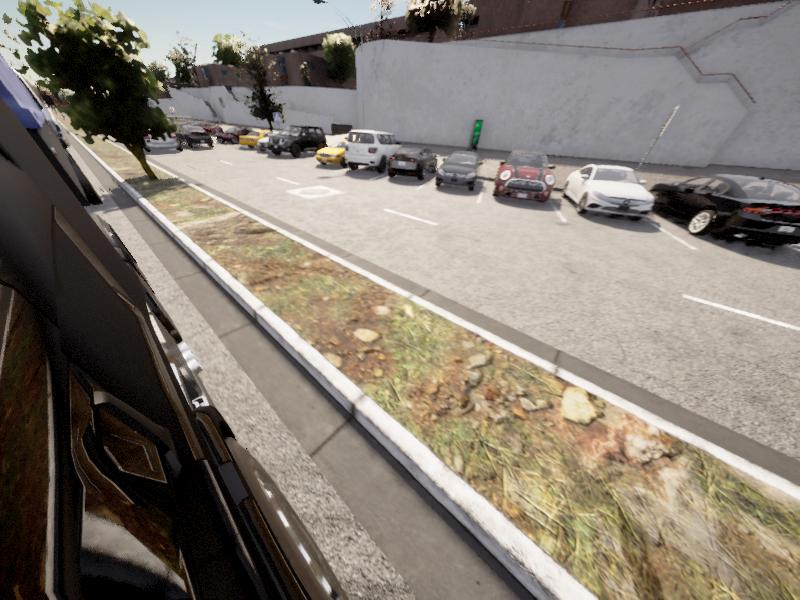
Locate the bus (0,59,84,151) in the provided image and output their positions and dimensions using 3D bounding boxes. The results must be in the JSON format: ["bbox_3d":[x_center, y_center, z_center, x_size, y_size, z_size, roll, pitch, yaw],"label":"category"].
[{"bbox_3d":[-26.884,-13.452,16.082,10.273,4.253,3.944,30,44,31],"label":"bus"}]

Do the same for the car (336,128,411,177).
[{"bbox_3d":[-1.369,-9.487,14.694,2.435,2.045,5.566,14,37,14],"label":"car"}]

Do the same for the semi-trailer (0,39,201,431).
[{"bbox_3d":[-8.698,-3.601,4.233,14.254,4.402,2.717,28,43,30],"label":"semi-trailer"}]

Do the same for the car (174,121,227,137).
[{"bbox_3d":[-26.643,-22.985,31.073,2.163,1.488,4.792,15,38,14],"label":"car"}]

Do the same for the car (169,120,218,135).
[{"bbox_3d":[-28.937,-24.248,32.574,2.002,1.452,4.674,15,38,14],"label":"car"}]

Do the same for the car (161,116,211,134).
[{"bbox_3d":[-31.215,-25.614,33.919,2.185,1.767,4.553,15,38,14],"label":"car"}]

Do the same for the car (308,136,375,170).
[{"bbox_3d":[-3.747,-10.409,16.166,1.946,1.575,5.366,15,37,14],"label":"car"}]

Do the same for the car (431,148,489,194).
[{"bbox_3d":[3.209,-6.771,11.858,2.002,1.452,4.674,15,37,14],"label":"car"}]

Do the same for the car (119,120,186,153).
[{"bbox_3d":[-18.745,-12.434,17.529,4.611,1.667,2.242,29,44,29],"label":"car"}]

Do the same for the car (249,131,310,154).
[{"bbox_3d":[-10.572,-14.210,20.784,2.002,1.452,4.674,15,38,14],"label":"car"}]

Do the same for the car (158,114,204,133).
[{"bbox_3d":[-33.440,-27.022,35.437,1.878,1.987,4.442,15,38,14],"label":"car"}]

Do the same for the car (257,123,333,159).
[{"bbox_3d":[-8.268,-13.173,19.106,2.435,2.045,5.566,15,38,14],"label":"car"}]

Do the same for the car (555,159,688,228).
[{"bbox_3d":[7.798,-4.329,8.862,2.002,1.452,4.674,14,37,14],"label":"car"}]

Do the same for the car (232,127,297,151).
[{"bbox_3d":[-12.812,-15.596,22.377,1.946,1.575,5.366,15,38,14],"label":"car"}]

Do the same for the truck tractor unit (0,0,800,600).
[{"bbox_3d":[-2.645,-0.295,0.351,6.516,4.208,3.053,28,44,30],"label":"truck tractor unit"}]

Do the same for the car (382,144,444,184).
[{"bbox_3d":[0.911,-8.030,13.370,2.163,1.488,4.792,14,37,15],"label":"car"}]

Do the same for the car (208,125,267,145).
[{"bbox_3d":[-17.467,-17.962,25.180,2.163,1.488,4.792,15,38,14],"label":"car"}]

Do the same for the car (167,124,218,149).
[{"bbox_3d":[-18.524,-14.597,20.580,4.892,1.490,1.837,28,43,30],"label":"car"}]

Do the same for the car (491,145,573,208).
[{"bbox_3d":[5.521,-5.700,10.286,2.185,1.767,4.553,14,37,14],"label":"car"}]

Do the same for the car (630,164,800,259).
[{"bbox_3d":[10.088,-3.138,7.332,2.097,1.535,5.008,14,37,15],"label":"car"}]
